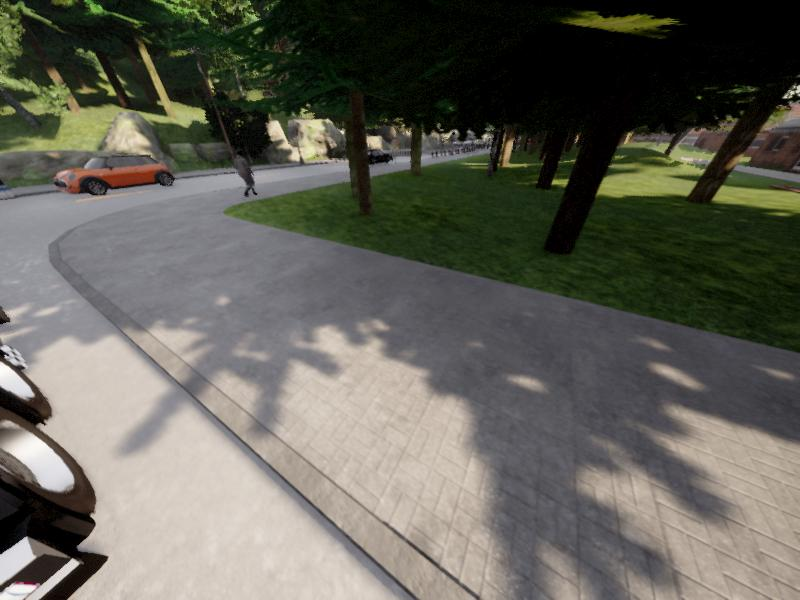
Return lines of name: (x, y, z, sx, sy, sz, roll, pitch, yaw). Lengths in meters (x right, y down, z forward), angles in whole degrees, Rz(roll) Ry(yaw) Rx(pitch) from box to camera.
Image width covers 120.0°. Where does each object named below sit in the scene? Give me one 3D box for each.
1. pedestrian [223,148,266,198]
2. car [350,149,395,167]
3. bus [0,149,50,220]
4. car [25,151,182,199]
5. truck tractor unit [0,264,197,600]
pedestrian: (-6.927, -5.680, 10.373, 0.751, 1.860, 0.751, 15, 38, 21)
car: (-2.859, -15.538, 25.128, 2.033, 1.411, 5.357, 18, 39, 24)
bus: (-15.495, -2.543, 4.086, 3.944, 4.253, 10.273, -9, 35, -12)
car: (-15.503, -6.959, 12.572, 2.097, 1.767, 4.553, 13, 37, 18)
truck tractor unit: (-5.112, -0.299, 0.779, 6.516, 4.208, 3.053, 18, 39, 24)
